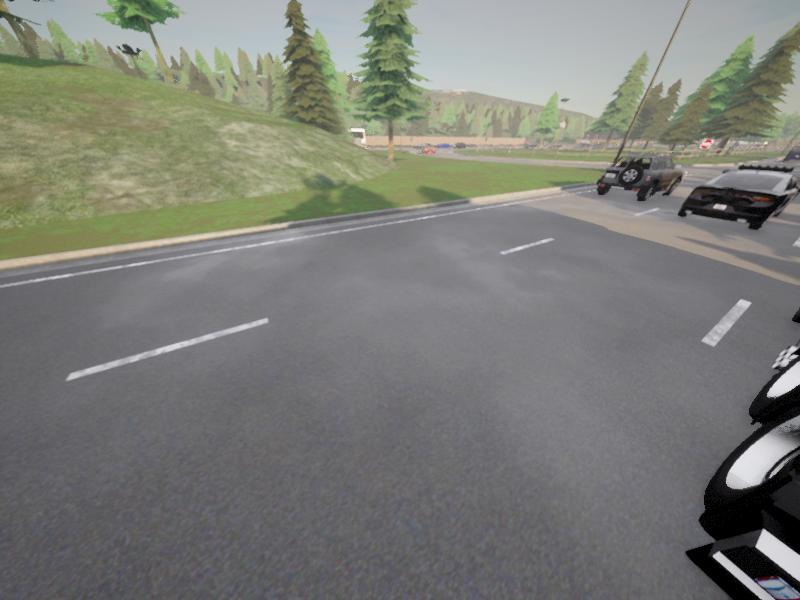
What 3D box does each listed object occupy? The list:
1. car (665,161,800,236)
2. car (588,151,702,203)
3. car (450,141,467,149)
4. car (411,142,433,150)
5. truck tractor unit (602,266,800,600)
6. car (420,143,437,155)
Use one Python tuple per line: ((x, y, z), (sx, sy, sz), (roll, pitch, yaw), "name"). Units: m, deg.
((12.156, -3.769, 8.096), (5.238, 1.638, 1.930), (-18, 39, -24), "car")
((11.765, -6.046, 11.148), (4.605, 1.855, 1.932), (-17, 38, -25), "car")
((17.243, -45.557, 67.987), (4.605, 1.855, 1.932), (-18, 39, -24), "car")
((5.705, -39.418, 59.266), (5.238, 1.638, 1.930), (-18, 39, -24), "car")
((5.111, -0.300, 0.787), (6.516, 4.208, 3.053), (-18, 38, -24), "truck tractor unit")
((5.259, -28.092, 42.962), (2.242, 1.667, 4.611), (-2, 35, -4), "car")
